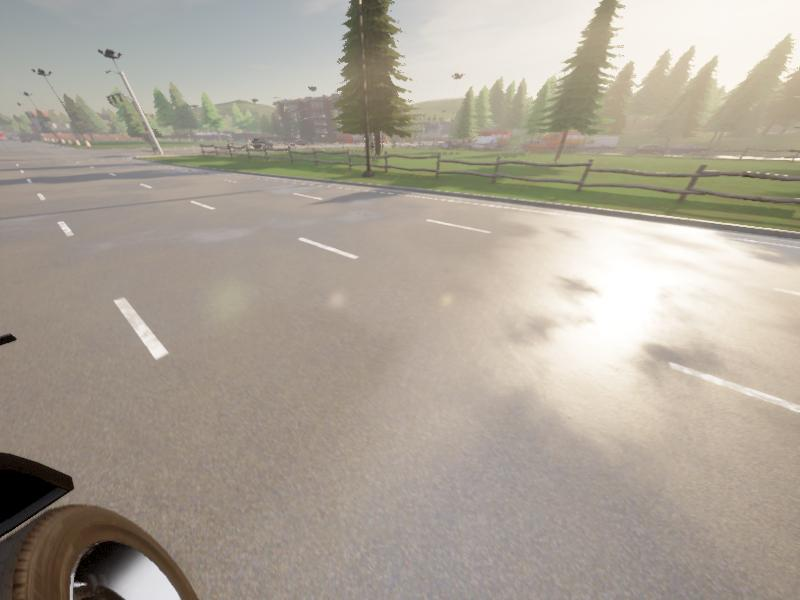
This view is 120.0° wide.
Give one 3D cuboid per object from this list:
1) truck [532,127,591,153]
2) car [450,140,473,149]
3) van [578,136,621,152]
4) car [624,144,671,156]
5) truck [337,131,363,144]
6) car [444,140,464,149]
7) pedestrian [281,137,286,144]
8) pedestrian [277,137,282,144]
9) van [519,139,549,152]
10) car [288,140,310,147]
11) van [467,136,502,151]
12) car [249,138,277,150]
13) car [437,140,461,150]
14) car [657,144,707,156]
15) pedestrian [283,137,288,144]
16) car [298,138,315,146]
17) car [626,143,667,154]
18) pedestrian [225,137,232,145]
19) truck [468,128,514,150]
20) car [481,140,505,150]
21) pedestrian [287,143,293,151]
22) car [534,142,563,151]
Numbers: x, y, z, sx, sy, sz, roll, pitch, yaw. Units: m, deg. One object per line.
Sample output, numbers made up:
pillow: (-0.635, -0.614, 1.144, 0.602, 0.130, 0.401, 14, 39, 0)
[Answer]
truck: (31.260, -31.183, 45.051, 8.468, 3.827, 2.891, 22, 41, 28)
car: (15.446, -39.251, 58.228, 5.027, 1.651, 2.152, 22, 41, 28)
van: (40.489, -31.817, 47.119, 5.915, 2.561, 1.988, 22, 41, 28)
car: (39.771, -24.258, 37.341, 4.892, 1.490, 1.837, 21, 40, 29)
truck: (-17.946, -58.359, 83.038, 8.468, 3.827, 2.891, -9, 36, -13)
car: (13.098, -37.744, 56.084, 3.988, 1.617, 1.851, 22, 41, 28)
pedestrian: (-35.409, -48.539, 70.362, 0.751, 1.860, 0.751, 25, 42, 31)
pedestrian: (-36.597, -48.447, 70.220, 0.751, 1.860, 0.751, 26, 43, 32)
van: (26.033, -30.105, 45.069, 4.442, 1.987, 1.775, 22, 41, 28)
car: (-26.812, -41.818, 61.546, 1.837, 1.490, 4.892, 23, 41, 28)
van: (17.982, -33.600, 49.554, 6.366, 2.431, 2.351, 22, 41, 28)
car: (-26.767, -30.610, 45.344, 1.905, 1.878, 3.866, 23, 41, 28)
car: (11.399, -35.978, 53.552, 4.856, 1.649, 2.033, 22, 41, 28)
car: (48.088, -25.776, 39.546, 5.008, 1.535, 1.882, 22, 41, 27)
pedestrian: (-35.385, -49.280, 71.413, 0.751, 1.860, 0.751, 26, 42, 31)
car: (-26.743, -45.493, 66.433, 1.905, 1.878, 3.866, 23, 41, 28)
car: (43.865, -27.008, 41.254, 4.514, 1.525, 2.007, 13, 37, 18)
pedestrian: (-45.294, -41.919, 60.891, 0.751, 1.860, 0.751, 26, 43, 31)
truck: (19.985, -35.821, 51.508, 8.468, 3.827, 2.891, 22, 41, 28)
car: (21.903, -36.665, 54.486, 4.553, 1.767, 2.097, 22, 41, 28)
pedestrian: (-18.445, -25.546, 38.632, 0.500, 1.100, 0.500, 25, 42, 31)
car: (33.069, -34.461, 51.648, 4.974, 1.542, 2.038, 22, 41, 28)
